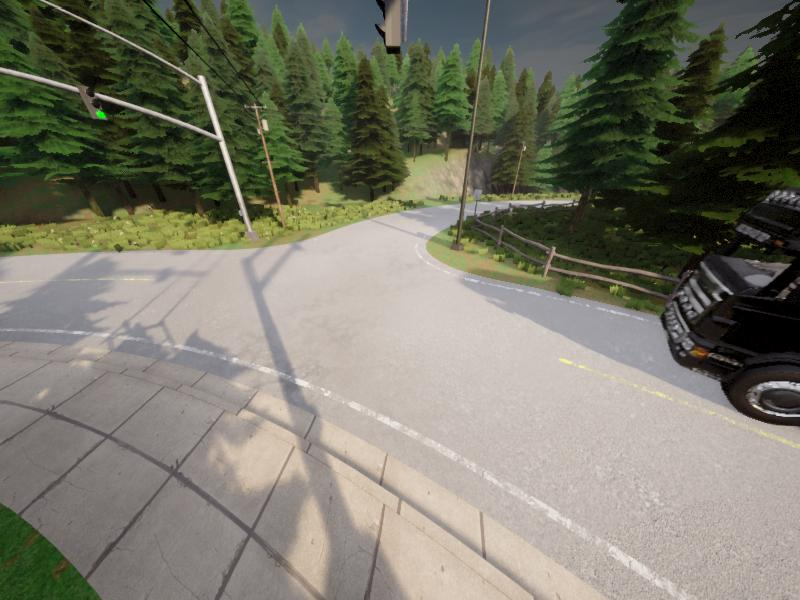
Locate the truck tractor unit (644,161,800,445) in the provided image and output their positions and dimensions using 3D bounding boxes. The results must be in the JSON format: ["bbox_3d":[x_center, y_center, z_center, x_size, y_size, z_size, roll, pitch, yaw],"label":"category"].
[{"bbox_3d":[8.986,0.547,3.139,6.516,4.208,3.053,22,37,33],"label":"truck tractor unit"}]
